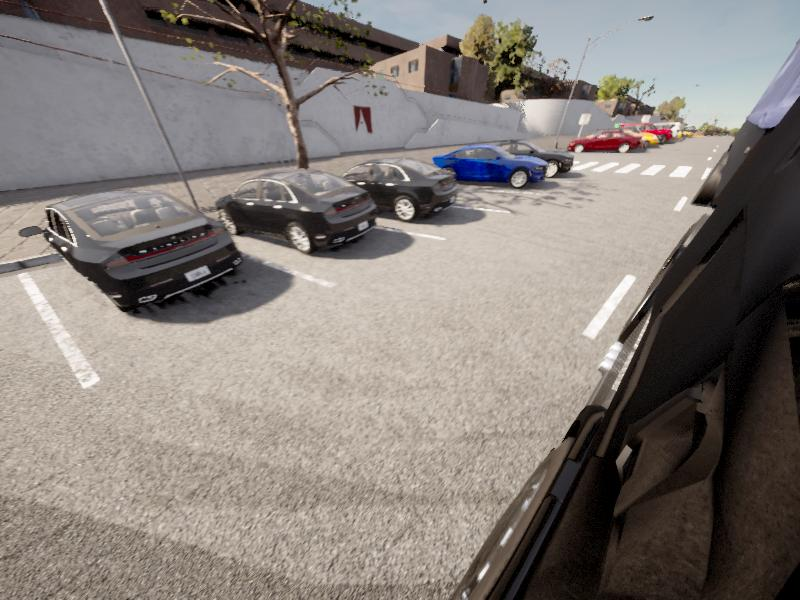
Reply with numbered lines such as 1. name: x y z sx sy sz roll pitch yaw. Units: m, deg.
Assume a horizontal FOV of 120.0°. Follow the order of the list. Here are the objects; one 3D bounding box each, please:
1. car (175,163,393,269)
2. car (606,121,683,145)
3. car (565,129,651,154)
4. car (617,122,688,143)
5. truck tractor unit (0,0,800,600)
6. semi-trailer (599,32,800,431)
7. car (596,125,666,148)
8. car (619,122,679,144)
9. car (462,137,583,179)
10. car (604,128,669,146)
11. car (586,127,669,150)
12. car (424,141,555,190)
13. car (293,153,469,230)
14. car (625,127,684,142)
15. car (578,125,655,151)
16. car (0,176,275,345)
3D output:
1. car: -2.901 -2.462 5.908 4.892 1.521 2.231 17 41 26
2. car: 28.436 -19.595 27.251 5.566 2.045 2.435 16 39 24
3. car: 17.232 -13.420 19.612 5.008 1.535 2.097 16 40 24
4. car: 32.859 -21.961 30.406 5.566 2.045 2.435 16 39 24
5. truck tractor unit: 2.645 -0.295 0.351 6.516 4.208 3.053 -28 44 -30
6. semi-trailer: 8.649 -3.622 4.300 14.254 4.402 2.717 -29 44 -30
7. car: 23.909 -17.131 24.219 4.553 1.767 2.185 16 39 24
8. car: 30.749 -20.730 28.795 4.442 1.987 1.878 16 39 24
9. car: 6.047 -7.338 11.925 5.008 1.535 2.097 16 40 25
10. car: 26.176 -18.179 25.863 4.674 1.452 2.002 16 39 24
11. car: 21.868 -15.786 22.647 5.366 1.575 1.946 16 39 24
12. car: 3.819 -6.113 10.406 5.008 1.535 2.097 16 40 25
13. car: -0.642 -3.669 7.389 4.892 1.521 2.231 17 41 26
14. car: 35.128 -22.922 32.121 5.008 1.535 2.097 16 38 24
15. car: 19.433 -14.739 21.110 4.553 1.767 2.185 16 39 24
16. car: -5.174 -1.265 4.445 4.892 1.521 2.231 17 41 26
